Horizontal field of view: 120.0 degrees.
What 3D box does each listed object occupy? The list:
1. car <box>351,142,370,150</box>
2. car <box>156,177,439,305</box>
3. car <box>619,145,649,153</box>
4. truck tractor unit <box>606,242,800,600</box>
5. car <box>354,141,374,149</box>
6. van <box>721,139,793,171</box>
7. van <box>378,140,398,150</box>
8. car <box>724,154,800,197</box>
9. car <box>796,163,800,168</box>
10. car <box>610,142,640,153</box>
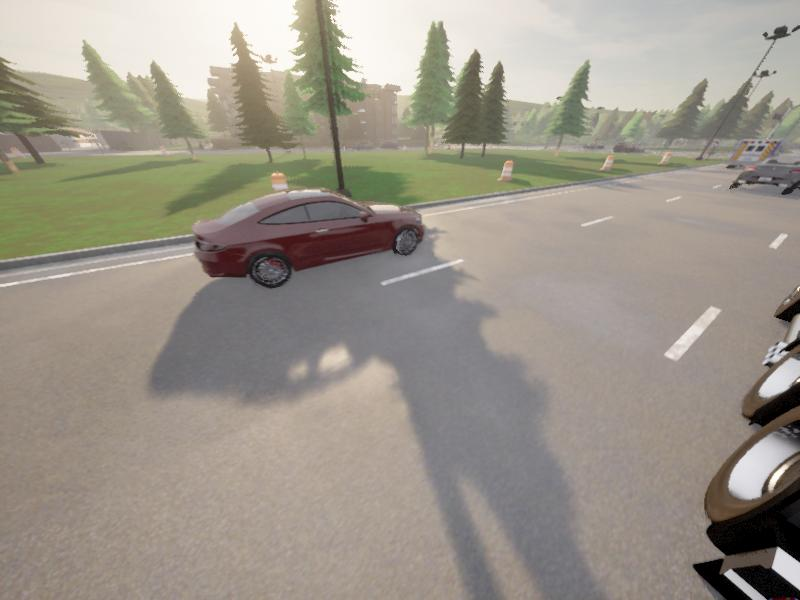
[{"bbox_3d":[-9.662,-37.625,56.383,3.988,1.617,1.851,-18,39,-25],"label":"car"},{"bbox_3d":[-1.643,-1.635,5.053,4.674,1.442,1.812,-19,39,-25],"label":"car"},{"bbox_3d":[52.628,-34.093,52.131,1.994,1.385,4.181,-18,39,-24],"label":"car"},{"bbox_3d":[5.070,-0.341,0.830,6.516,4.208,3.053,-20,40,-26],"label":"truck tractor unit"},{"bbox_3d":[-9.294,-40.100,59.876,4.611,1.667,2.242,-18,39,-25],"label":"car"},{"bbox_3d":[35.695,-14.582,23.096,6.366,2.431,2.351,-19,39,-25],"label":"van"},{"bbox_3d":[-2.832,-37.731,56.270,4.442,1.987,1.775,-18,39,-25],"label":"van"},{"bbox_3d":[21.295,-7.147,13.014,5.027,1.651,2.152,-18,39,-24],"label":"car"},{"bbox_3d":[44.254,-14.665,24.287,4.718,1.301,1.895,-19,39,-25],"label":"car"},{"bbox_3d":[49.421,-33.492,50.784,1.905,1.878,3.866,-18,39,-25],"label":"car"}]
